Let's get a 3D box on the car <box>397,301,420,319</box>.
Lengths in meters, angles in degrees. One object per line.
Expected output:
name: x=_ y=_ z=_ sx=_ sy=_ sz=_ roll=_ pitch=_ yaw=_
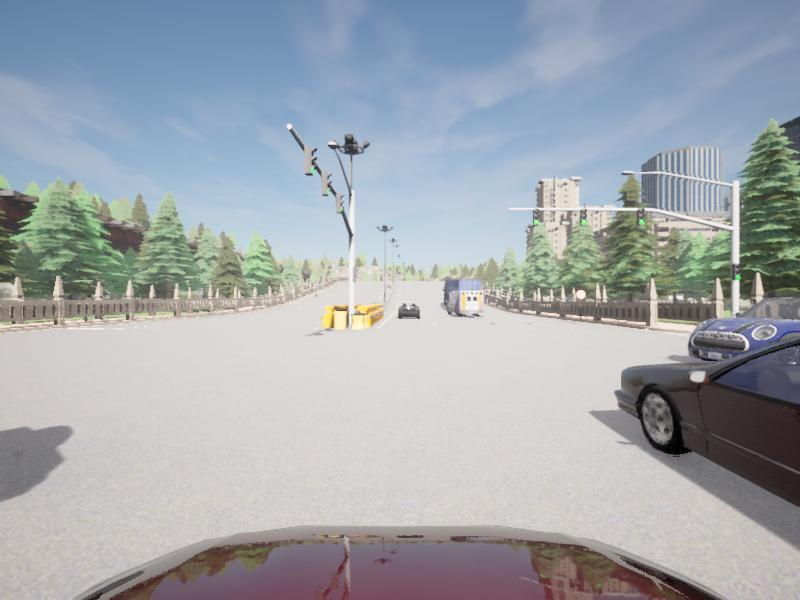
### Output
car: x=0.804 y=0.880 z=36.427 sx=1.970 sy=1.475 sz=3.806 roll=0 pitch=0 yaw=1

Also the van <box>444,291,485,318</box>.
van: x=6.291 y=0.407 z=39.881 sx=2.351 sy=2.431 sz=6.366 roll=0 pitch=0 yaw=-7

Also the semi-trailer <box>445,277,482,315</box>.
semi-trailer: x=8.148 y=-0.803 z=53.219 sx=2.717 sy=4.402 sz=14.254 roll=0 pitch=3 yaw=1

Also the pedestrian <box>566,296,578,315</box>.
pedestrian: x=16.314 y=0.513 z=37.974 sx=0.751 sy=1.860 sz=0.751 roll=0 pitch=0 yaw=-5

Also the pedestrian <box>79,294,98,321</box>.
pedestrian: x=-21.648 y=0.504 z=27.819 sx=0.751 sy=1.860 sz=0.751 roll=0 pitch=0 yaw=1

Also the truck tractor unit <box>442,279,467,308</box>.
truck tractor unit: x=8.246 y=-1.105 z=61.109 sx=3.053 sy=4.208 sz=6.516 roll=0 pitch=4 yaw=1

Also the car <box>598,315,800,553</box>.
car: x=3.546 y=0.897 z=2.514 sx=2.033 sy=1.411 sz=5.357 roll=0 pitch=0 yaw=1

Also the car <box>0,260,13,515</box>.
car: x=-5.003 y=0.654 z=1.661 sx=1.932 sy=1.855 sz=4.605 roll=-2 pitch=-1 yaw=36

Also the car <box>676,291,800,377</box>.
car: x=9.506 y=0.703 z=9.585 sx=4.553 sy=1.767 sz=2.097 roll=0 pitch=0 yaw=-8
